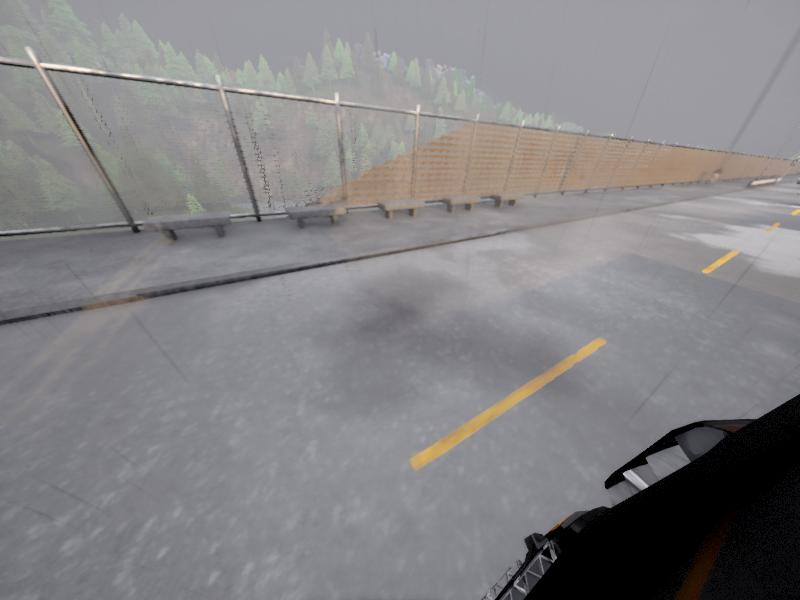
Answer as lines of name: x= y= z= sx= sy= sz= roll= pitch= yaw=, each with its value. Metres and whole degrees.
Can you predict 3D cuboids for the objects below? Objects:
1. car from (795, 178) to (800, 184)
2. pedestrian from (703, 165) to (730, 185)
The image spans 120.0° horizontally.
car: x=60.388 y=-17.760 z=33.562 sx=4.553 sy=1.767 sz=2.097 roll=-16 pitch=38 yaw=-25
pedestrian: x=33.803 y=-13.358 z=24.691 sx=0.751 sy=1.860 sz=0.751 roll=-15 pitch=37 yaw=-25
